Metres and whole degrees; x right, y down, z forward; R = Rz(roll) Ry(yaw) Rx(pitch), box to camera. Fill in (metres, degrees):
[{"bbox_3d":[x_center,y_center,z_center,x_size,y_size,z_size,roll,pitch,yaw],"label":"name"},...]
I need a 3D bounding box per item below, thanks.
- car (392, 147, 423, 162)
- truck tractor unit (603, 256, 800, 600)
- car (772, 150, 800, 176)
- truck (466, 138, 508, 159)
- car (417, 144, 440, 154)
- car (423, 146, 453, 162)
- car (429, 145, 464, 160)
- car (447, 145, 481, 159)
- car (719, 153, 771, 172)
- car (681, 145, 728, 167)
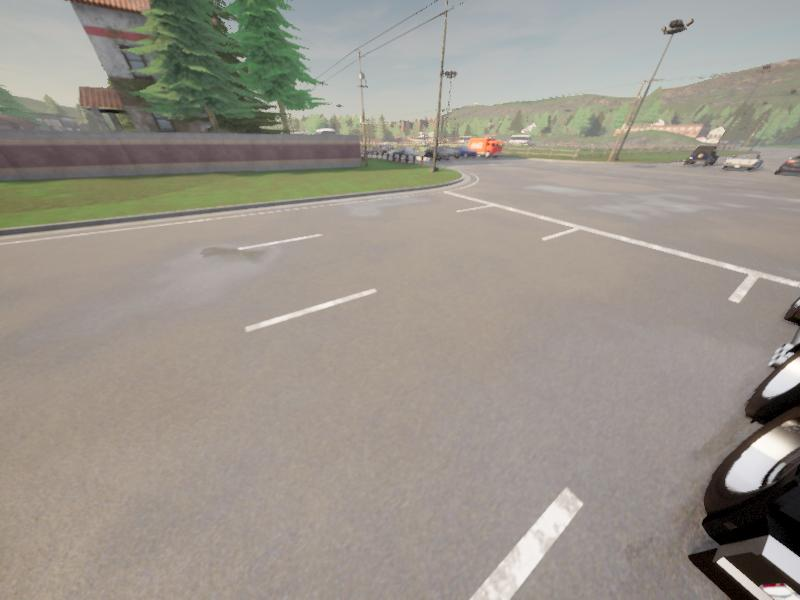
[{"bbox_3d":[0.876,-19.222,30.394,1.812,1.442,4.674,-19,39,-26],"label":"car"},{"bbox_3d":[5.097,-0.314,0.799,6.516,4.208,3.053,-19,39,-25],"label":"truck tractor unit"},{"bbox_3d":[34.353,-11.563,19.453,4.611,1.667,2.242,-19,39,-25],"label":"car"},{"bbox_3d":[13.235,-23.383,35.574,2.627,2.467,5.204,-19,40,-26],"label":"truck"},{"bbox_3d":[5.638,-30.095,45.997,2.007,1.525,4.514,-19,39,-26],"label":"car"},{"bbox_3d":[4.962,-19.268,30.396,1.789,1.549,3.705,-19,39,-26],"label":"car"},{"bbox_3d":[6.613,-21.576,33.669,2.152,1.651,5.027,-19,39,-26],"label":"car"},{"bbox_3d":[9.604,-22.567,35.194,1.882,1.535,5.008,-19,39,-26],"label":"car"},{"bbox_3d":[33.891,-13.588,22.688,4.718,1.301,1.895,-19,39,-25],"label":"car"},{"bbox_3d":[34.390,-16.334,26.120,3.866,1.878,1.905,-19,39,-25],"label":"car"}]
